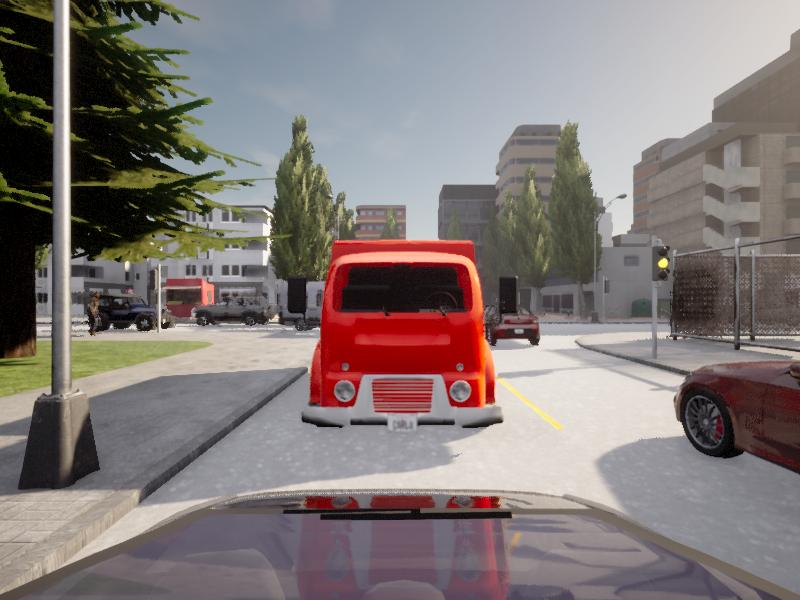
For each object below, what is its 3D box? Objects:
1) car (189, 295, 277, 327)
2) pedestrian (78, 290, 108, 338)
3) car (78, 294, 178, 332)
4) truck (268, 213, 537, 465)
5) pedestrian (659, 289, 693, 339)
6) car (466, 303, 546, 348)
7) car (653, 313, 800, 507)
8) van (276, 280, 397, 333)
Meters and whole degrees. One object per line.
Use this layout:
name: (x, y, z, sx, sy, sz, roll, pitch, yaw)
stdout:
car: (-10.191, 0.653, 24.638, 4.605, 1.855, 1.932, 0, 0, 0)
pedestrian: (-12.330, 0.534, 16.091, 0.751, 1.860, 0.751, 0, 0, -18)
car: (-13.882, 0.647, 20.610, 3.866, 1.878, 1.905, 0, 0, 0)
truck: (0.042, 0.343, 6.521, 2.627, 2.467, 5.204, 0, 1, 0)
pedestrian: (10.479, 0.525, 15.228, 0.751, 1.860, 0.751, 0, 0, -8)
car: (3.879, 0.854, 15.400, 1.816, 1.474, 4.193, 0, 0, -3)
car: (3.987, 0.870, 2.525, 1.812, 1.442, 4.674, 0, 0, 0)
van: (-3.104, 0.323, 20.623, 5.915, 2.561, 1.988, 0, 0, 0)
